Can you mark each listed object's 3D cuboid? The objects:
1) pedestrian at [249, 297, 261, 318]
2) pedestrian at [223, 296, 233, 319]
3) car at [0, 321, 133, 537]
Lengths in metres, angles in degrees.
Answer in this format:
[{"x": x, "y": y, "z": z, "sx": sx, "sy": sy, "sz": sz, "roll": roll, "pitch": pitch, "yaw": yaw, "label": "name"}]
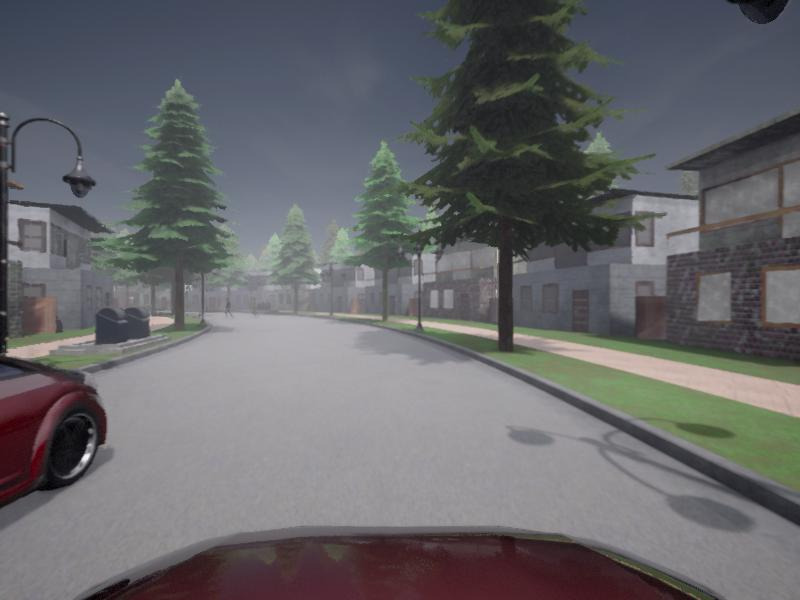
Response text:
[{"x": -12.705, "y": 0.634, "z": 35.065, "sx": 0.751, "sy": 1.860, "sz": 0.751, "roll": 0, "pitch": 0, "yaw": -36, "label": "pedestrian"}, {"x": -14.226, "y": 0.635, "z": 33.111, "sx": 0.751, "sy": 1.860, "sz": 0.751, "roll": 0, "pitch": 0, "yaw": -23, "label": "pedestrian"}, {"x": -3.665, "y": 0.908, "z": 2.002, "sx": 1.994, "sy": 1.385, "sz": 4.181, "roll": 0, "pitch": 0, "yaw": -2, "label": "car"}]
